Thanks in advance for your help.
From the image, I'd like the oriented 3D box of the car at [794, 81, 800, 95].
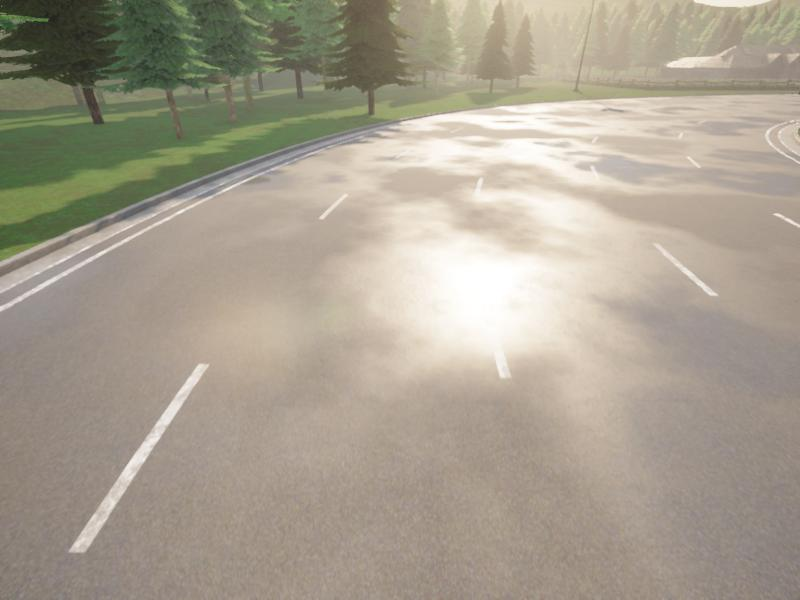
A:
[{"bbox_3d":[50.324,-25.181,47.603,4.792,1.488,2.163,-5,31,-9],"label":"car"}]
